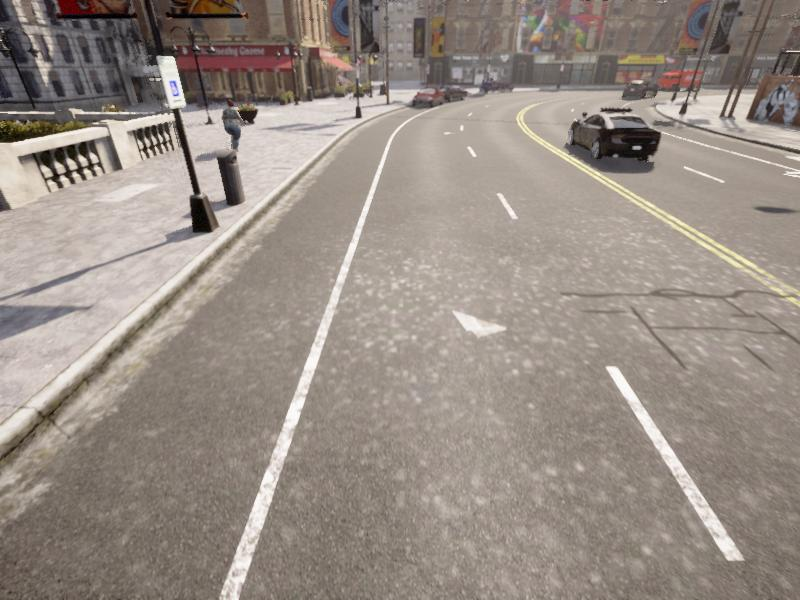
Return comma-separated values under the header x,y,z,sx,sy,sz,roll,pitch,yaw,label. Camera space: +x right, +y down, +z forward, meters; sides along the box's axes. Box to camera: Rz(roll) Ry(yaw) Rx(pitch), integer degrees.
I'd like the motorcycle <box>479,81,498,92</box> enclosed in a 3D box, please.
x,y,z,sx,sy,sz,roll,pitch,yaw,label
11.245,-27.137,50.812,2.209,1.251,0.867,6,31,10,motorcycle

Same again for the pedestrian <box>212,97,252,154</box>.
x,y,z,sx,sy,sz,roll,pitch,yaw,label
-6.213,-6.474,14.863,0.751,1.860,0.751,6,31,10,pedestrian

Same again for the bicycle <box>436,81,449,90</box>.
x,y,z,sx,sy,sz,roll,pitch,yaw,label
5.972,-30.111,56.146,1.643,1.024,0.373,1,20,1,bicycle

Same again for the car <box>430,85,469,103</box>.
x,y,z,sx,sy,sz,roll,pitch,yaw,label
4.909,-20.223,39.246,1.895,1.301,4.718,17,35,27,car

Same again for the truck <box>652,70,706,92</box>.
x,y,z,sx,sy,sz,roll,pitch,yaw,label
38.060,-29.937,54.681,5.204,2.467,2.627,-7,31,-11,truck

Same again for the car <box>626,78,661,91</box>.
x,y,z,sx,sy,sz,roll,pitch,yaw,label
34.873,-30.897,57.392,3.806,1.475,1.970,-9,32,-15,car

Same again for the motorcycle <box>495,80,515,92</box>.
x,y,z,sx,sy,sz,roll,pitch,yaw,label
13.763,-28.023,52.326,2.356,1.277,0.764,6,31,10,motorcycle

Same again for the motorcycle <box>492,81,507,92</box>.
x,y,z,sx,sy,sz,roll,pitch,yaw,label
12.801,-27.528,51.537,1.805,1.236,0.856,6,31,10,motorcycle

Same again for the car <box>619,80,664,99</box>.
x,y,z,sx,sy,sz,roll,pitch,yaw,label
26.179,-22.827,43.330,4.611,1.667,2.242,-23,37,-34,car

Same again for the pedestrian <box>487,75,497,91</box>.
x,y,z,sx,sy,sz,roll,pitch,yaw,label
12.204,-28.809,53.015,0.751,1.860,0.751,-18,35,-28,pedestrian

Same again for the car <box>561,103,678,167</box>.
x,y,z,sx,sy,sz,roll,pitch,yaw,label
8.246,-6.668,15.757,1.930,1.638,5.238,2,30,3,car

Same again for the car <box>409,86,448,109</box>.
x,y,z,sx,sy,sz,roll,pitch,yaw,label
2.558,-17.647,34.699,2.002,1.452,4.674,11,32,19,car
